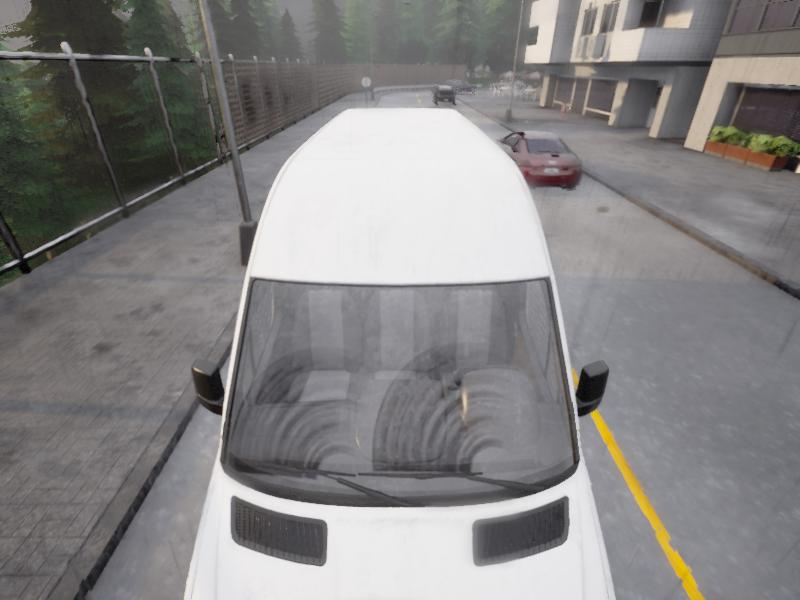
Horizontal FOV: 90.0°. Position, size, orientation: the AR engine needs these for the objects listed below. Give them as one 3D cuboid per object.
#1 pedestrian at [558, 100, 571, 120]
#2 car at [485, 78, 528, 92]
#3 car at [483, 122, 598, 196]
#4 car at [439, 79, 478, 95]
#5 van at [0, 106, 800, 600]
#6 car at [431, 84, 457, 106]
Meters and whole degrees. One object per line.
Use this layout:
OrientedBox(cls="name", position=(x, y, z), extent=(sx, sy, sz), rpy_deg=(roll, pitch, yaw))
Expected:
OrientedBox(cls="pedestrian", position=(10.216, -11.796, 24.864), extent=(0.500, 1.100, 0.500), rpy_deg=(13, 33, 20))
OrientedBox(cls="car", position=(14.502, -29.429, 54.689), extent=(5.027, 1.651, 2.152), rpy_deg=(-1, 30, -1))
OrientedBox(cls="car", position=(3.998, -4.461, 12.267), extent=(1.994, 1.385, 4.181), rpy_deg=(0, 30, 0))
OrientedBox(cls="car", position=(7.298, -26.546, 49.761), extent=(5.027, 1.651, 2.152), rpy_deg=(-26, 39, -37))
OrientedBox(cls="van", position=(-0.002, -0.114, 3.677), extent=(1.988, 2.561, 5.915), rpy_deg=(0, 30, 0))
OrientedBox(cls="car", position=(3.993, -18.874, 36.774), extent=(1.837, 1.490, 4.892), rpy_deg=(0, 30, 0))
